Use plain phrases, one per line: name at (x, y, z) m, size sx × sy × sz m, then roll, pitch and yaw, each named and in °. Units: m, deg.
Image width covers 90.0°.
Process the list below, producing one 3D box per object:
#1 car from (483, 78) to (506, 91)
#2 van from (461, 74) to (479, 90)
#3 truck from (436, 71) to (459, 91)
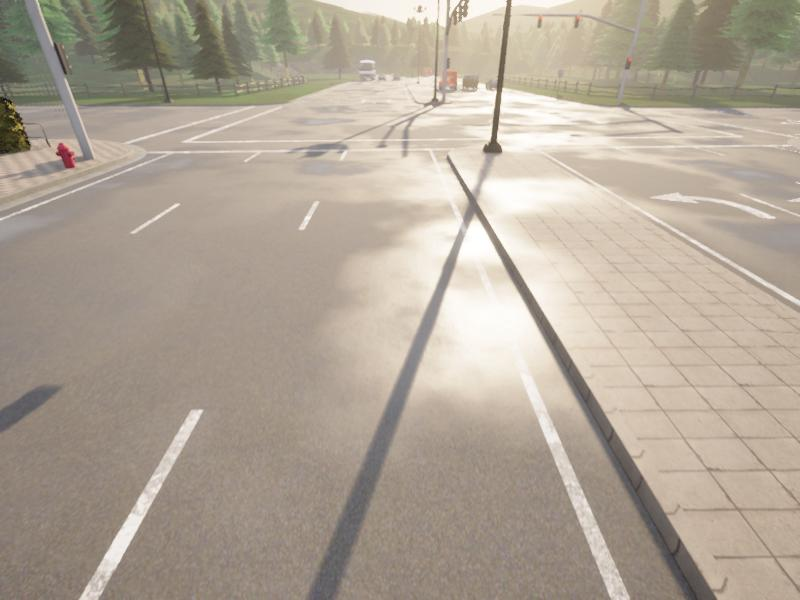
car at (13.979, -31.986, 59.341) m, size 2.033 × 1.411 × 5.357 m, roll 0°, pitch 30°, yaw -1°
van at (10.469, -32.580, 59.782) m, size 1.775 × 1.987 × 4.442 m, roll 0°, pitch 30°, yaw -1°
truck at (6.977, -32.418, 59.026) m, size 2.627 × 2.467 × 5.204 m, roll 0°, pitch 30°, yaw -1°
